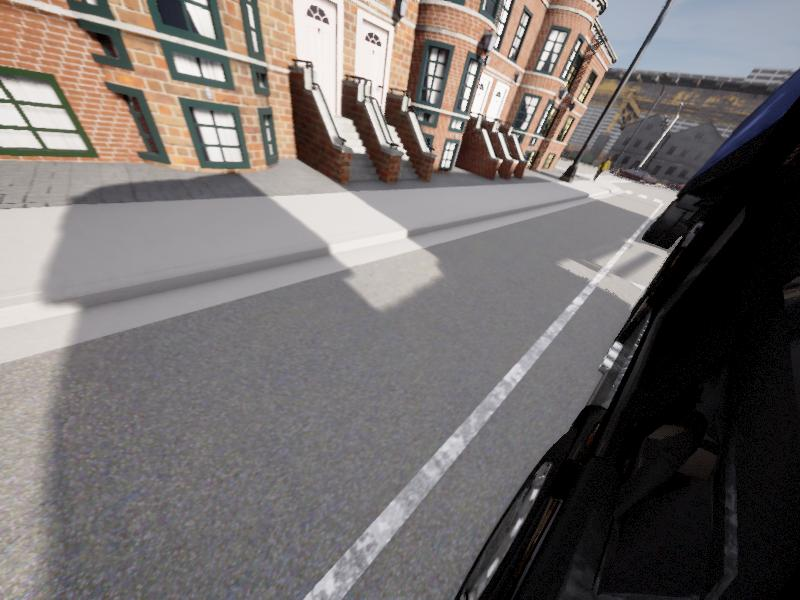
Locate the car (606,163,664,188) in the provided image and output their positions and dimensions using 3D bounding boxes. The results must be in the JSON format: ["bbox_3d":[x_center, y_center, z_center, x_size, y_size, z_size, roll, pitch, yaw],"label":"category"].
[{"bbox_3d":[31.230,-16.651,30.837,2.033,1.411,5.357,-23,52,-36],"label":"car"}]

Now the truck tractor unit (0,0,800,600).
[{"bbox_3d":[2.645,-0.295,0.351,6.516,4.208,3.053,-27,43,-30],"label":"truck tractor unit"}]

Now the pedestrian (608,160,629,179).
[{"bbox_3d":[26.662,-15.904,28.223,0.751,1.860,0.751,-13,46,-29],"label":"pedestrian"}]

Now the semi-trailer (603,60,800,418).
[{"bbox_3d":[8.716,-2.742,5.132,14.254,4.402,2.717,-21,50,-40],"label":"semi-trailer"}]

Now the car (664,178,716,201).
[{"bbox_3d":[37.548,-14.462,30.063,1.994,1.385,4.181,-23,52,-36],"label":"car"}]

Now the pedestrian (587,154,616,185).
[{"bbox_3d":[15.352,-9.952,17.627,0.751,1.860,0.751,37,44,26],"label":"pedestrian"}]

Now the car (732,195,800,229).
[{"bbox_3d":[39.485,-9.407,24.493,1.837,1.490,4.892,-23,52,-36],"label":"car"}]
